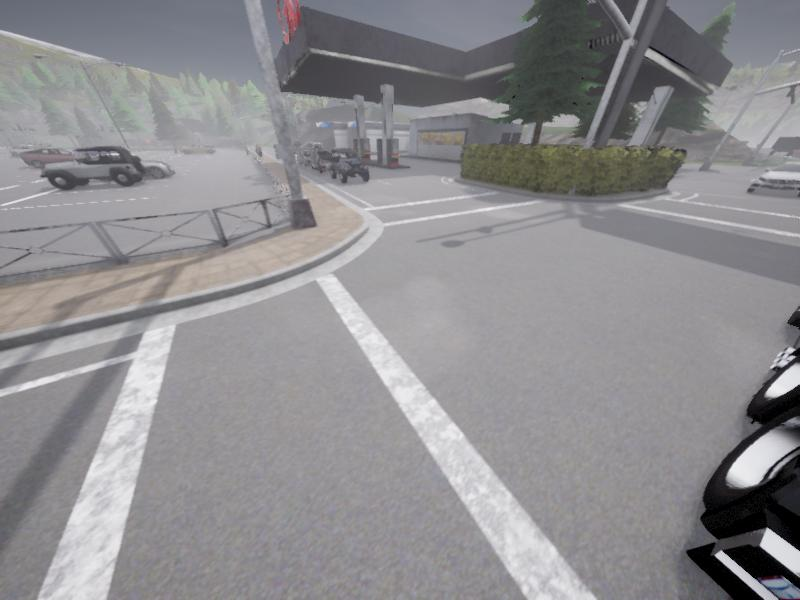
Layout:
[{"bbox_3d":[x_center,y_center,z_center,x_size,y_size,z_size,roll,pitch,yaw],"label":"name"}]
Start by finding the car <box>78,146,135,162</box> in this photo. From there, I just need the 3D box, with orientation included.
[{"bbox_3d":[-35.531,-17.873,28.124,3.633,1.501,1.845,-18,39,-24],"label":"car"}]

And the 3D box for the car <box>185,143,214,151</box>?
[{"bbox_3d":[-46.597,-35.663,53.898,4.792,1.488,2.163,-18,39,-25],"label":"car"}]

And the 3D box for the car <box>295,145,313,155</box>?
[{"bbox_3d":[-17.862,-27.759,42.678,2.007,1.525,4.514,-18,39,-24],"label":"car"}]

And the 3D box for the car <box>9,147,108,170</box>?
[{"bbox_3d":[-30.595,-12.907,20.994,4.514,1.523,2.007,-18,39,-24],"label":"car"}]

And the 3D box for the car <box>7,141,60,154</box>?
[{"bbox_3d":[-68.432,-28.548,43.236,4.605,1.855,1.932,-18,39,-25],"label":"car"}]

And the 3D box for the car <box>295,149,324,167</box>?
[{"bbox_3d":[-9.955,-15.657,25.415,1.970,1.475,3.806,-18,39,-24],"label":"car"}]

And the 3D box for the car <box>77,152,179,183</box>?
[{"bbox_3d":[-17.677,-8.872,15.388,3.806,1.475,1.970,-18,39,-24],"label":"car"}]

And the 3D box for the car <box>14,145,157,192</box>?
[{"bbox_3d":[-16.552,-7.278,12.613,3.866,1.878,1.905,-18,39,-24],"label":"car"}]

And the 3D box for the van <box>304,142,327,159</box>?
[{"bbox_3d":[-12.976,-23.018,35.460,2.069,2.038,4.480,-18,39,-24],"label":"van"}]

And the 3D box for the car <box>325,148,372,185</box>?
[{"bbox_3d":[-3.662,-9.449,16.189,1.905,1.878,3.866,-18,39,-24],"label":"car"}]

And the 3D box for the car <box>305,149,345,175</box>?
[{"bbox_3d":[-6.840,-12.562,20.864,2.033,1.649,4.856,-18,39,-24],"label":"car"}]

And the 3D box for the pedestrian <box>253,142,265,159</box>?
[{"bbox_3d":[-18.953,-20.049,31.019,0.751,1.860,0.751,-18,39,-24],"label":"pedestrian"}]

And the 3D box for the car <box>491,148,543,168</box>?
[{"bbox_3d":[13.210,-16.282,26.383,2.242,1.667,4.611,-18,39,-24],"label":"car"}]

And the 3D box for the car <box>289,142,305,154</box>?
[{"bbox_3d":[-21.061,-31.153,47.208,1.905,1.878,3.866,-18,39,-24],"label":"car"}]

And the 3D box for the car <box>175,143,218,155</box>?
[{"bbox_3d":[-34.769,-25.926,39.690,5.027,1.636,2.152,-18,39,-24],"label":"car"}]

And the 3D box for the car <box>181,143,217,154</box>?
[{"bbox_3d":[-36.376,-27.464,41.903,4.514,1.523,2.007,-18,39,-24],"label":"car"}]

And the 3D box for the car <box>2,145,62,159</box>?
[{"bbox_3d":[-51.033,-20.681,32.180,3.806,1.475,1.970,-18,39,-24],"label":"car"}]

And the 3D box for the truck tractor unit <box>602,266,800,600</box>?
[{"bbox_3d":[5.130,-0.275,0.803,6.516,4.208,3.053,-17,39,-25],"label":"truck tractor unit"}]

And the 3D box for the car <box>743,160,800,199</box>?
[{"bbox_3d":[21.089,-6.593,12.445,4.674,1.442,1.812,-17,38,-24],"label":"car"}]

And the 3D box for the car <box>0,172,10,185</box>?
[{"bbox_3d":[-25.013,-6.673,11.737,4.605,1.855,1.932,-18,39,-24],"label":"car"}]
